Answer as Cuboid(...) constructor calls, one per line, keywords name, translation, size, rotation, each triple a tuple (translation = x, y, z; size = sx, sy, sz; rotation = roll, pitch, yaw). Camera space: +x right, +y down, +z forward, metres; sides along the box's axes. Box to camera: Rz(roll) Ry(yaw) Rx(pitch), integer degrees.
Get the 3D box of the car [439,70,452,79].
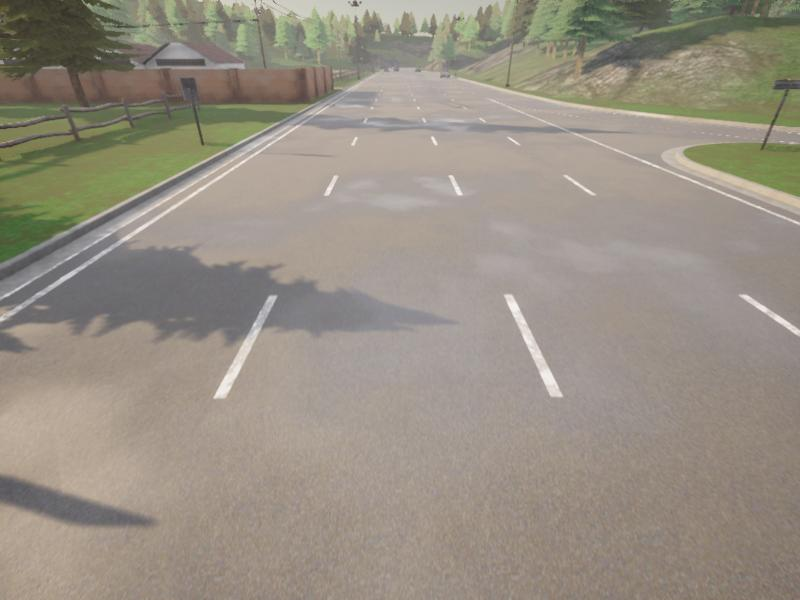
Cuboid(name="car", translation=(9.657, -47.854, 84.861), size=(2.128, 1.511, 4.902), rotation=(0, 31, 0))
